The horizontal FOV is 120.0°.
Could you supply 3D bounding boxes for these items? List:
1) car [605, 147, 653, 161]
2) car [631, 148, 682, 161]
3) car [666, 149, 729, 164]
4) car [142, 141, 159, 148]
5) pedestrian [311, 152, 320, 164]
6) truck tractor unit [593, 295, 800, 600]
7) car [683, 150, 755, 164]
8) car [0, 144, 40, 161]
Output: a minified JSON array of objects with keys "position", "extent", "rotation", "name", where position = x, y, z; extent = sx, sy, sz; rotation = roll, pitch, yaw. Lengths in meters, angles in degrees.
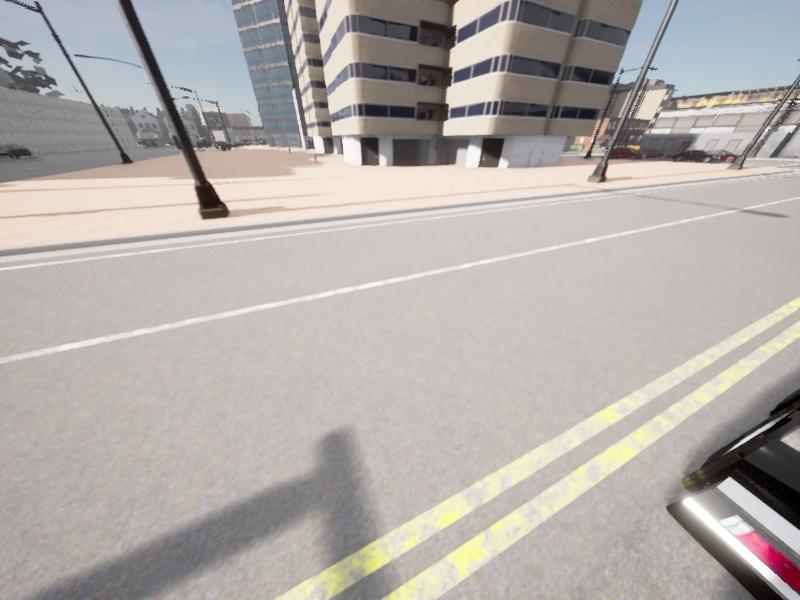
[{"position":[36.343,-23.405,36.914],"extent":[2.033,1.649,4.856],"rotation":[-14,36,-20],"name":"car"},{"position":[40.381,-23.099,36.571],"extent":[2.163,1.488,4.792],"rotation":[-14,36,-20],"name":"car"},{"position":[39.595,-19.261,30.938],"extent":[1.812,1.442,4.674],"rotation":[-14,37,-20],"name":"car"},{"position":[-68.089,-42.627,63.176],"extent":[1.789,1.549,3.705],"rotation":[-15,38,-21],"name":"car"},{"position":[-9.455,-15.976,25.925],"extent":[0.500,1.100,0.500],"rotation":[12,36,16],"name":"pedestrian"},{"position":[5.232,-0.157,0.576],"extent":[6.516,4.208,3.053],"rotation":[-13,37,-17],"name":"truck tractor unit"},{"position":[43.163,-19.573,31.439],"extent":[2.033,1.411,5.357],"rotation":[-14,37,-20],"name":"car"},{"position":[-46.072,-17.502,27.343],"extent":[1.789,1.549,3.705],"rotation":[-13,37,-18],"name":"car"}]
